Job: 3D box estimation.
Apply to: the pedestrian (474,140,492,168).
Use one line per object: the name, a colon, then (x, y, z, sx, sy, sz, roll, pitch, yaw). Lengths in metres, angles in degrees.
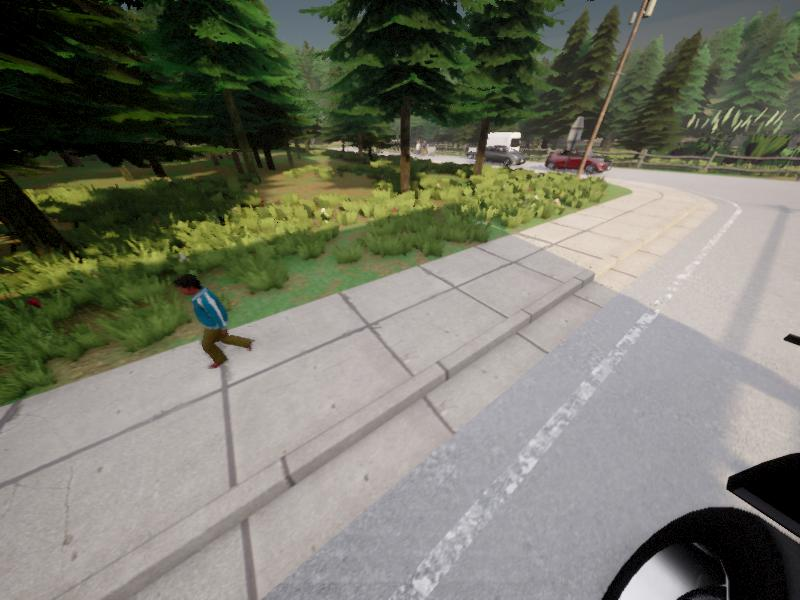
pedestrian: (6.586, -11.636, 18.388, 0.751, 1.860, 0.751, -20, 40, -25)

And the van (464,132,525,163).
van: (10.192, -17.037, 25.742, 1.988, 2.561, 5.915, -21, 40, -26)

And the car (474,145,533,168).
car: (9.505, -13.543, 21.666, 2.007, 1.525, 4.514, -20, 40, -26)

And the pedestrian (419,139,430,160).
pedestrian: (2.589, -16.077, 24.723, 0.751, 1.860, 0.751, -22, 41, -28)

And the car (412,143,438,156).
car: (3.590, -22.306, 34.157, 1.845, 1.501, 3.633, -21, 40, -27)

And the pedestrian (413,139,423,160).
pedestrian: (1.955, -16.602, 25.475, 0.751, 1.860, 0.751, -23, 41, -28)

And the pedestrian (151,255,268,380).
pedestrian: (-1.893, 0.188, 2.395, 0.500, 1.100, 0.500, -25, 42, -31)

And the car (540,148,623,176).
car: (13.148, -10.274, 17.049, 1.816, 1.474, 4.193, -20, 40, -25)
